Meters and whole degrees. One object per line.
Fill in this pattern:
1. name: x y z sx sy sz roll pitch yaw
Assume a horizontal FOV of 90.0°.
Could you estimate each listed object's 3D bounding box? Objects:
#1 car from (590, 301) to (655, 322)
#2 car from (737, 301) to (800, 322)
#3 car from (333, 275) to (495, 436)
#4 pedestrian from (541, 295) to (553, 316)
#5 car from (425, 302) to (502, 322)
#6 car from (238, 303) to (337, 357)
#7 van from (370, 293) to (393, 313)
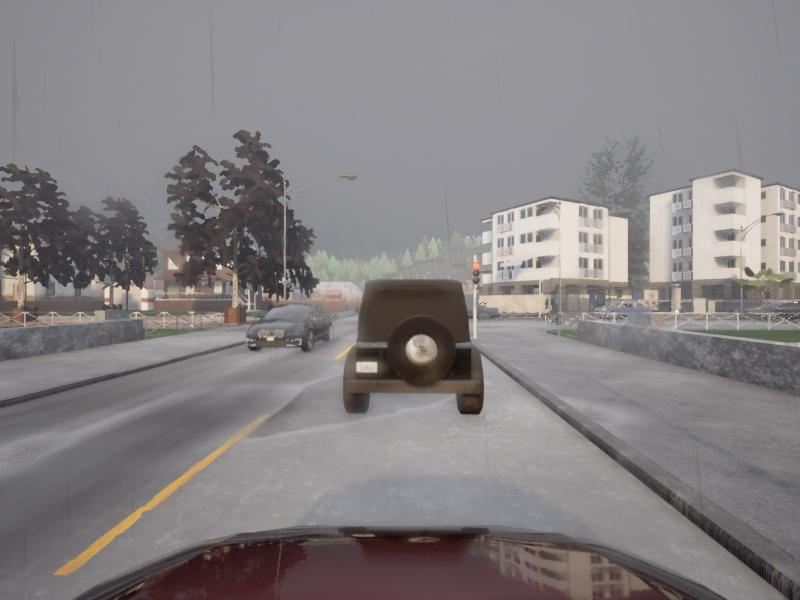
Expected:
1. car: 16.656 0.853 30.053 3.806 1.475 1.970 0 0 2
2. car: 28.214 0.845 29.662 4.892 1.490 1.837 0 0 2
3. car: 0.220 0.646 6.640 1.905 1.878 3.866 0 0 2
4. pedestrian: 13.211 0.524 35.889 0.751 1.860 0.751 0 0 -5
5. car: 4.721 0.895 30.051 5.357 1.411 2.033 0 0 -6
6. car: -3.554 0.845 13.657 1.837 1.490 4.892 0 0 2
7. van: -2.300 0.379 51.361 2.351 2.431 6.366 0 0 2
